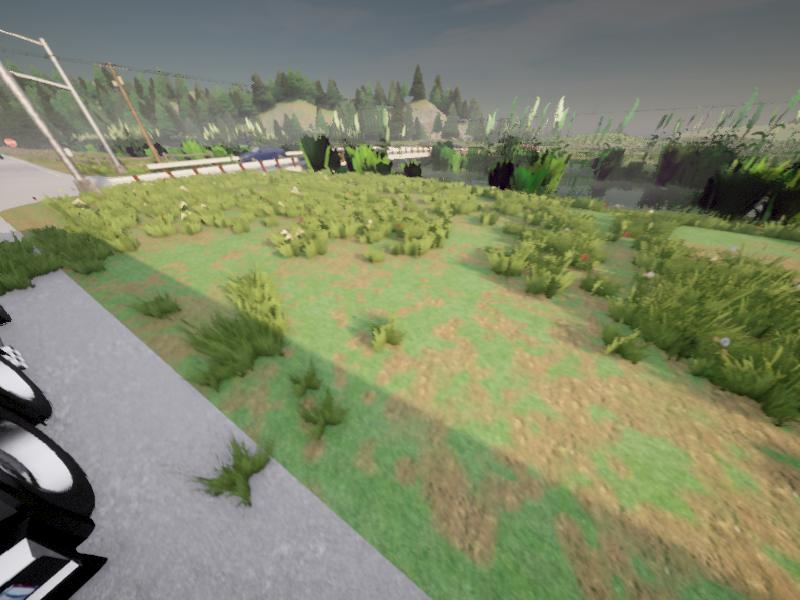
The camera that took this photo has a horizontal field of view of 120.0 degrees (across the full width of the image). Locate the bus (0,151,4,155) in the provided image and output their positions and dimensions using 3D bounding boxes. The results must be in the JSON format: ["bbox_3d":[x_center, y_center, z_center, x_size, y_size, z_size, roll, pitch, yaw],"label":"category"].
[{"bbox_3d":[-88.604,-32.766,48.205,10.273,4.253,3.944,20,40,27],"label":"bus"}]

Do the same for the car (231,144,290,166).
[{"bbox_3d":[-14.027,-14.873,23.584,1.812,1.442,4.674,22,43,29],"label":"car"}]

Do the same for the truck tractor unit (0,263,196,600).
[{"bbox_3d":[-5.110,-0.300,0.789,6.516,4.208,3.053,18,39,24],"label":"truck tractor unit"}]
